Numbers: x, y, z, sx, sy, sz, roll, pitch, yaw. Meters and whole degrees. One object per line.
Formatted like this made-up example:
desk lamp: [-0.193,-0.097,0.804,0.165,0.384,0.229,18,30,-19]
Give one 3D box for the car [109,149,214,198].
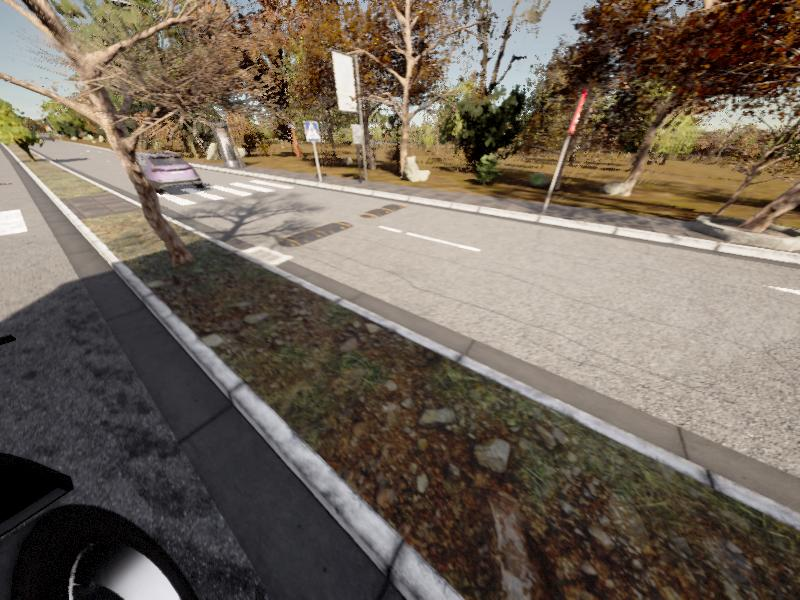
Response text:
car: [-11.845,-6.418,11.461,4.856,1.649,2.033,22,41,28]
